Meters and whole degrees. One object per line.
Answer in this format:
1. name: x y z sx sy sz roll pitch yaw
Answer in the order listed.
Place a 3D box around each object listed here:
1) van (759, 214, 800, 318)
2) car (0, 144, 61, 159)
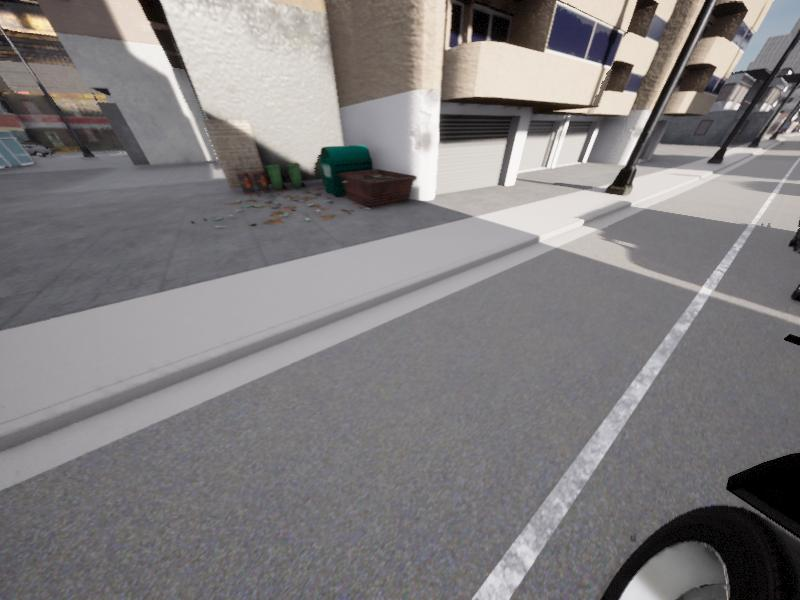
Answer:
1. van: 9.070 -1.392 3.689 6.366 2.431 2.351 -22 40 -27
2. car: -50.131 -19.889 30.890 4.902 1.511 2.128 -22 41 -27
